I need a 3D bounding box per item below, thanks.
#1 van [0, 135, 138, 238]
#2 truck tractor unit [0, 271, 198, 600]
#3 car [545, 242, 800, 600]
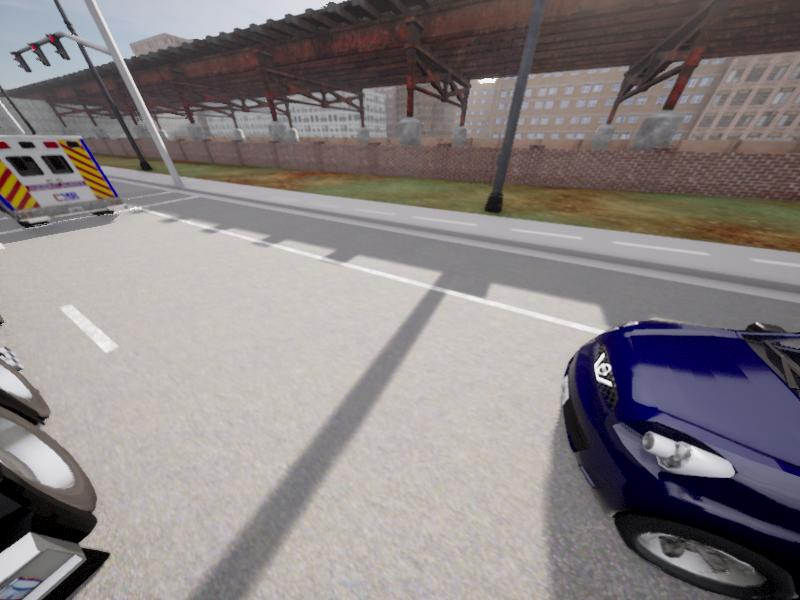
[{"bbox_3d":[-12.841,-4.263,8.076,6.366,2.431,2.351,18,38,23],"label":"van"},{"bbox_3d":[-5.124,-0.287,0.768,6.516,4.208,3.053,18,39,24],"label":"truck tractor unit"},{"bbox_3d":[3.079,1.036,1.180,3.633,1.501,1.845,17,38,23],"label":"car"}]
